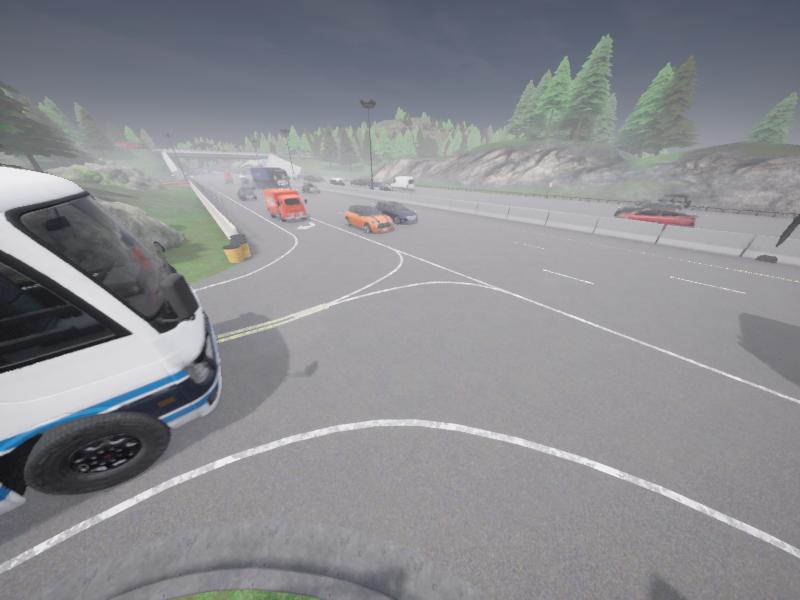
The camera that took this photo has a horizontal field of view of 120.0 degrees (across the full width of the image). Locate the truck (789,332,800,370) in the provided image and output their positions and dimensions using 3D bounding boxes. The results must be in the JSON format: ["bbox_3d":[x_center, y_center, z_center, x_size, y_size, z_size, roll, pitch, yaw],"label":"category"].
[{"bbox_3d":[12.618,1.626,1.965,2.891,3.827,8.468,-23,37,-34],"label":"truck"}]

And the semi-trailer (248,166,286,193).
[{"bbox_3d":[-27.901,-25.351,48.094,2.717,4.402,14.254,-23,37,-34],"label":"semi-trailer"}]

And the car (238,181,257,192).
[{"bbox_3d":[-31.599,-23.566,47.799,2.152,1.651,5.027,-23,37,-34],"label":"car"}]

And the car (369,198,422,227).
[{"bbox_3d":[-0.529,-7.924,20.701,2.033,1.649,4.856,-23,37,-34],"label":"car"}]

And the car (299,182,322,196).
[{"bbox_3d":[-15.885,-19.806,41.030,1.932,1.855,4.605,-23,37,-34],"label":"car"}]

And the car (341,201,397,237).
[{"bbox_3d":[-2.507,-6.475,18.023,2.097,1.767,4.553,-23,37,-34],"label":"car"}]

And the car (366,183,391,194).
[{"bbox_3d":[-4.028,-20.780,43.062,2.038,1.542,4.974,-23,37,-34],"label":"car"}]

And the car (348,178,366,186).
[{"bbox_3d":[-11.065,-30.418,59.619,2.242,1.667,4.611,-23,37,-34],"label":"car"}]

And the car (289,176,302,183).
[{"bbox_3d":[-32.748,-37.776,72.455,1.801,1.575,5.366,-23,37,-34],"label":"car"}]

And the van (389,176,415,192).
[{"bbox_3d":[0.384,-24.028,47.683,1.988,2.561,5.915,-23,37,-34],"label":"van"}]

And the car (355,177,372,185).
[{"bbox_3d":[-9.923,-32.450,63.139,2.242,1.667,4.611,-23,37,-34],"label":"car"}]

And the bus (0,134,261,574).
[{"bbox_3d":[-7.748,1.372,1.602,10.273,4.253,3.944,-23,37,-33],"label":"bus"}]

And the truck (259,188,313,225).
[{"bbox_3d":[-10.559,-8.786,21.353,2.627,2.467,5.204,-23,37,-34],"label":"truck"}]

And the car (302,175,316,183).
[{"bbox_3d":[-28.756,-38.327,72.943,2.150,2.045,5.566,-23,37,-34],"label":"car"}]

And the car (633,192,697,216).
[{"bbox_3d":[27.849,-10.219,24.413,1.905,1.878,3.866,-23,37,-34],"label":"car"}]

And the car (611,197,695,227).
[{"bbox_3d":[22.391,-7.984,20.638,2.097,1.767,4.553,-23,37,-34],"label":"car"}]

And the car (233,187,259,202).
[{"bbox_3d":[-22.664,-15.577,33.958,2.033,1.649,4.856,-23,37,-34],"label":"car"}]

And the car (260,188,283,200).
[{"bbox_3d":[-20.185,-16.676,36.194,1.895,1.301,4.718,-23,37,-34],"label":"car"}]

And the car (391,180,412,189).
[{"bbox_3d":[0.362,-26.301,52.649,2.128,1.511,4.902,-23,37,-34],"label":"car"}]

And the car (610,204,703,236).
[{"bbox_3d":[20.125,-6.496,18.331,2.007,1.525,4.514,-23,37,-34],"label":"car"}]

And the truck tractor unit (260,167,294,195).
[{"bbox_3d":[-22.833,-22.229,42.876,3.053,4.208,6.516,-23,37,-34],"label":"truck tractor unit"}]

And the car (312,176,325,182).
[{"bbox_3d":[-26.807,-39.701,75.747,2.152,1.651,5.027,-23,37,-34],"label":"car"}]

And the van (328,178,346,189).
[{"bbox_3d":[-14.826,-27.380,53.989,2.069,2.038,4.480,-23,37,-34],"label":"van"}]
